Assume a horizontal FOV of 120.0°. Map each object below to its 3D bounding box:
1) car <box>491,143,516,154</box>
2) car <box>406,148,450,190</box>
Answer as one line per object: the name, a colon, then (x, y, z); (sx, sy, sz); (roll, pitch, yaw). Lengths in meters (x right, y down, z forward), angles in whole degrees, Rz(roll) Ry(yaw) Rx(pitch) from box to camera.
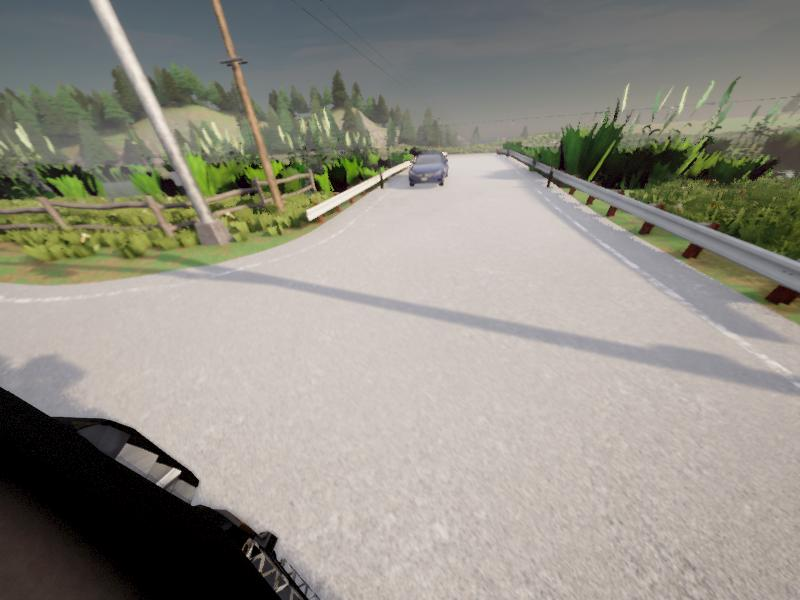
car: (22.277, -32.742, 49.813); (4.553, 1.767, 2.097); (6, 35, 13)
car: (1.730, -7.626, 13.263); (1.812, 1.442, 4.674); (6, 37, 12)
